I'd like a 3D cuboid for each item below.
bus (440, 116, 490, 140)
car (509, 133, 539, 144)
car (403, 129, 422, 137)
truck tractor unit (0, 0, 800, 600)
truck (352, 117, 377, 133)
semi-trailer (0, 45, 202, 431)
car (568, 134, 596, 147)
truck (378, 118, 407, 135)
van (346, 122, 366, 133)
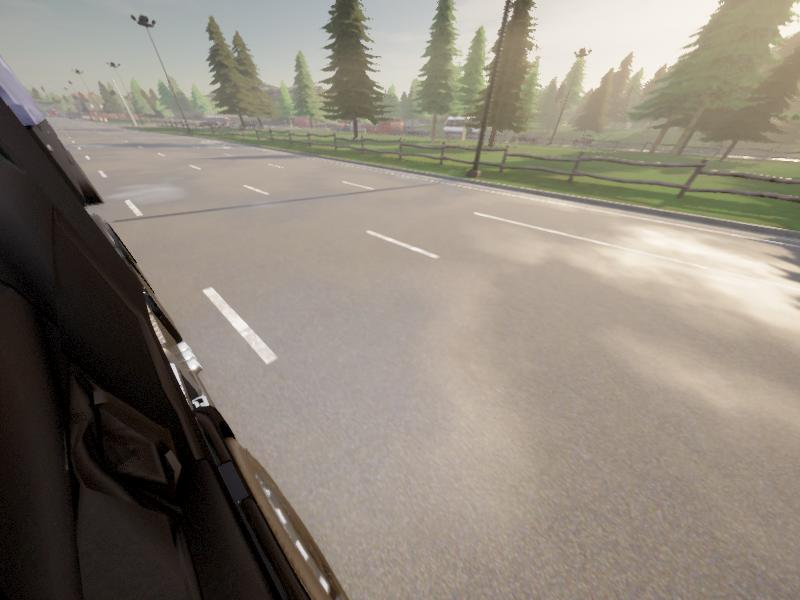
[{"bbox_3d":[15.436,-41.478,55.751,10.273,4.253,3.944,28,44,30],"label":"bus"},{"bbox_3d":[26.417,-34.477,49.231,5.027,1.651,2.152,31,45,32],"label":"car"},{"bbox_3d":[3.270,-44.197,61.012,4.892,1.490,1.837,28,44,30],"label":"car"},{"bbox_3d":[-2.645,-0.295,0.351,6.516,4.208,3.053,28,44,30],"label":"truck tractor unit"},{"bbox_3d":[-11.333,-55.725,73.591,8.468,3.827,2.891,28,44,30],"label":"truck"},{"bbox_3d":[-8.704,-3.589,4.237,14.254,4.402,2.717,28,44,30],"label":"semi-trailer"},{"bbox_3d":[36.467,-32.126,46.406,3.866,1.878,1.905,28,44,30],"label":"car"},{"bbox_3d":[-2.348,-50.919,67.688,8.468,3.827,2.891,28,44,30],"label":"truck"},{"bbox_3d":[-13.649,-53.630,71.857,6.366,2.431,2.351,28,44,30],"label":"van"}]
